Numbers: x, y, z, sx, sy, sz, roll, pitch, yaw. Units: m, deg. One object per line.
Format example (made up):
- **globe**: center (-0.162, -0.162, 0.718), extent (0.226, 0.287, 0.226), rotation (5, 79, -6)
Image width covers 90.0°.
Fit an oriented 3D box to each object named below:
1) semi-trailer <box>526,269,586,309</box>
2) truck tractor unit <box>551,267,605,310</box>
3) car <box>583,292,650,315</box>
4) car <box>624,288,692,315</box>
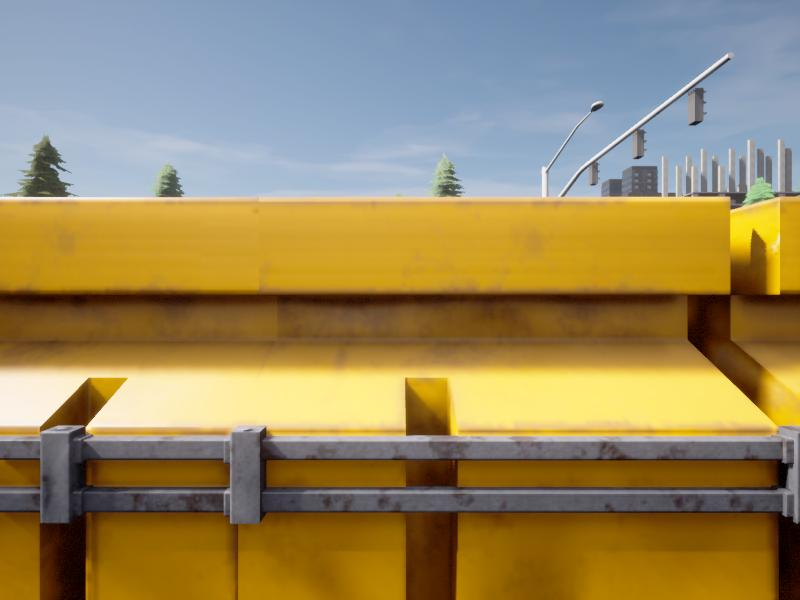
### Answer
- **semi-trailer**: center (19.281, -1.221, 50.861), extent (2.717, 4.402, 14.254), rotation (0, 0, 3)
- **truck tractor unit**: center (18.924, -1.118, 42.953), extent (3.053, 4.208, 6.516), rotation (0, 0, 2)
- **car**: center (14.937, 0.233, 27.992), extent (2.128, 1.511, 4.902), rotation (0, 0, 2)
- **car**: center (18.474, 0.091, 28.975), extent (2.097, 1.767, 4.553), rotation (0, 0, 2)
